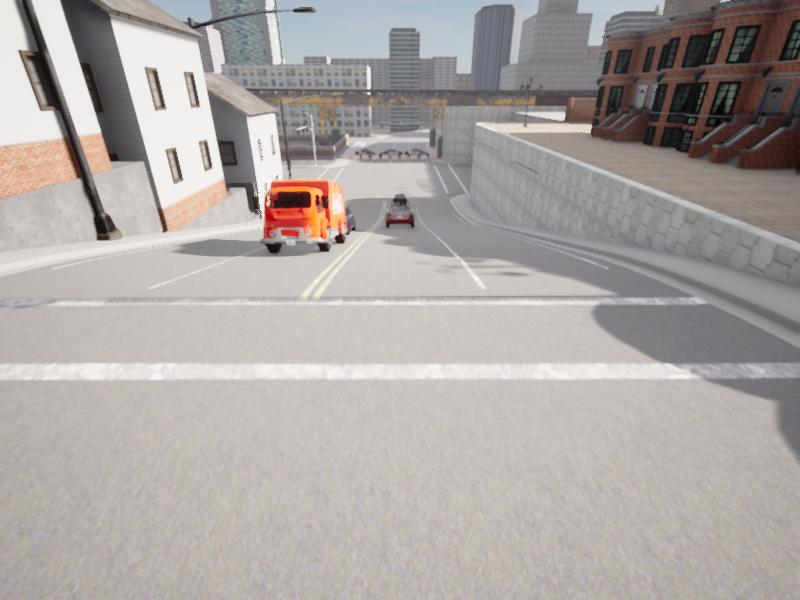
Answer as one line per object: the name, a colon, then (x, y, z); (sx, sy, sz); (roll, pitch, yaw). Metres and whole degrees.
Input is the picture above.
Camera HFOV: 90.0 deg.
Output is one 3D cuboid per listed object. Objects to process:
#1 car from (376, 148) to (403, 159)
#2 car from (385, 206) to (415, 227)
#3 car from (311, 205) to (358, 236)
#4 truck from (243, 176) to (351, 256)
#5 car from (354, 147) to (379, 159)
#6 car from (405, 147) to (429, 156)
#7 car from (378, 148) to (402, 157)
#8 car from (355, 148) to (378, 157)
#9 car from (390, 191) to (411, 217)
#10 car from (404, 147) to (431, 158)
car: (-1.970, -28.913, 78.736); (4.974, 1.542, 2.038); (-18, 32, -32)
car: (0.004, -5.974, 28.453); (1.994, 1.385, 4.181); (0, 13, 0)
car: (-3.501, -4.494, 22.138); (1.816, 1.474, 4.193); (0, 14, 0)
truck: (-3.543, -3.257, 15.233); (2.627, 2.467, 5.204); (-1, 14, 0)
car: (-6.578, -28.924, 78.759); (4.974, 1.542, 2.038); (24, 36, 38)
car: (3.357, -29.407, 79.351); (4.536, 1.218, 1.853); (14, 30, 26)
car: (-1.928, -29.068, 78.692); (4.536, 1.218, 1.853); (-18, 32, -32)
car: (-6.616, -29.081, 78.719); (4.536, 1.218, 1.853); (24, 36, 38)
car: (0.011, -9.468, 39.233); (1.932, 1.855, 4.605); (0, 21, 0)
car: (3.403, -29.256, 79.401); (4.974, 1.542, 2.038); (14, 30, 26)
